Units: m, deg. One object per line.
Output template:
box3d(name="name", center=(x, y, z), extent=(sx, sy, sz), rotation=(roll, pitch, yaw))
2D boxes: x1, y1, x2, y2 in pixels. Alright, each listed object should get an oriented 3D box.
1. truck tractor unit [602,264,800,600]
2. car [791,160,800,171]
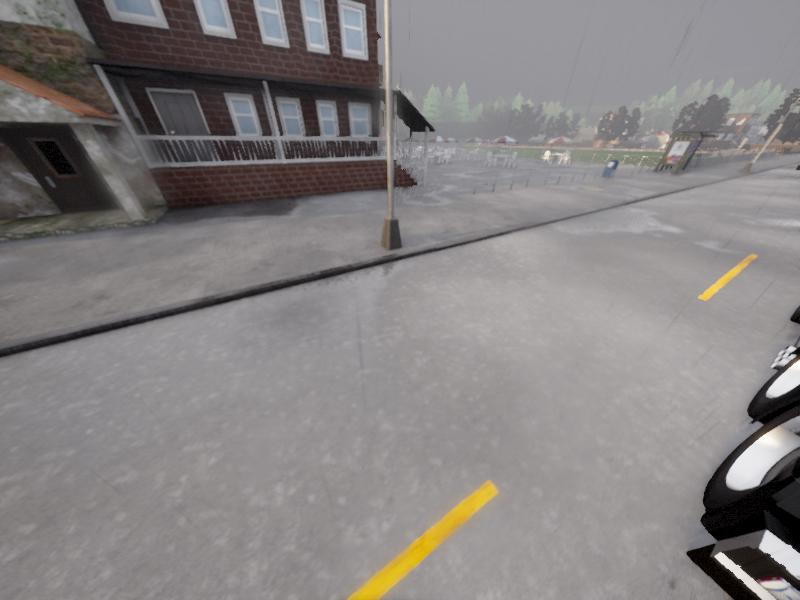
box3d(name="truck tractor unit", center=(5.116, -0.293, 0.793), extent=(6.516, 4.208, 3.053), rotation=(-18, 39, -24))
box3d(name="car", center=(39.313, -12.915, 21.543), extent=(5.357, 1.411, 2.033), rotation=(-18, 39, -24))
